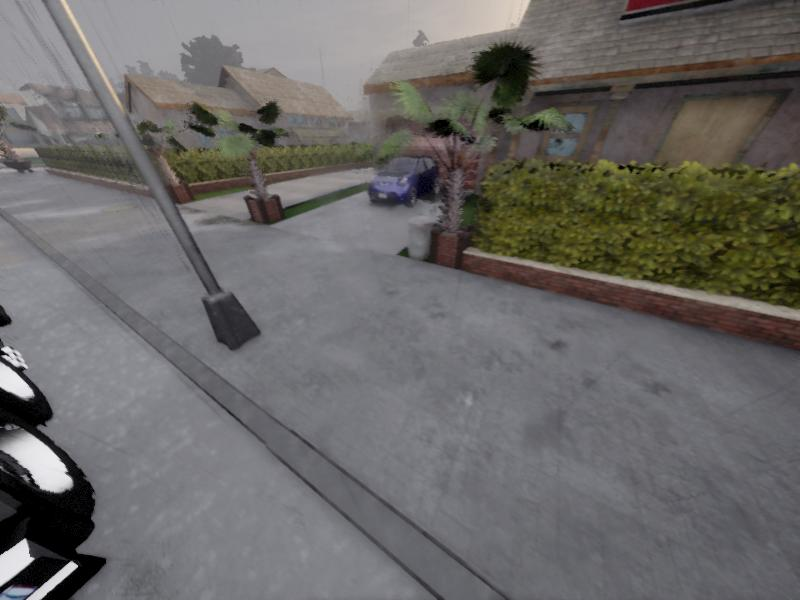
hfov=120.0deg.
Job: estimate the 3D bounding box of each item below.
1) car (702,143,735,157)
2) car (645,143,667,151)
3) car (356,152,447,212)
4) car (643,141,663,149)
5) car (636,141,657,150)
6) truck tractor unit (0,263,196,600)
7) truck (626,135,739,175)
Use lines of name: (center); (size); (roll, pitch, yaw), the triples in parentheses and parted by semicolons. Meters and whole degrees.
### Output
car: (46.364, -21.867, 33.602); (3.705, 1.549, 1.789); (-20, 40, -26)
car: (53.089, -31.832, 48.007); (1.994, 1.385, 4.181); (18, 39, 24)
car: (0.249, -4.665, 8.844); (1.845, 1.501, 3.633); (16, 38, 22)
car: (67.323, -41.365, 61.610); (2.152, 1.651, 5.027); (18, 39, 24)
car: (56.968, -35.780, 53.426); (1.930, 1.638, 5.238); (18, 39, 24)
truck tractor unit: (-5.111, -0.298, 0.792); (6.516, 4.208, 3.053); (18, 39, 24)
truck: (20.154, -10.702, 16.923); (4.478, 2.038, 2.069); (20, 40, 23)
